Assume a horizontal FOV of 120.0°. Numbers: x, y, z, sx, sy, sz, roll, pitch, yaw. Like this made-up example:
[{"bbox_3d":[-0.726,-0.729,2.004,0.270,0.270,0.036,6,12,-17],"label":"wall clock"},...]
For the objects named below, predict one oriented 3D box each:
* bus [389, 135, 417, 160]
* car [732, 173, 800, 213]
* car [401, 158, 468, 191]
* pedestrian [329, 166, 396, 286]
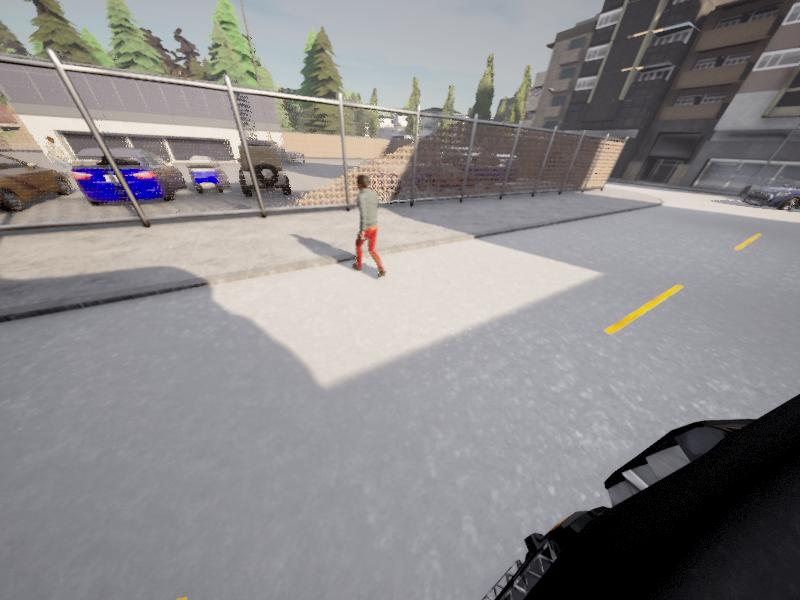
[{"bbox_3d":[0.798,-33.663,50.901,3.944,4.253,10.273,8,35,10],"label":"bus"},{"bbox_3d":[24.065,-6.207,13.608,4.553,1.767,2.097,10,34,10],"label":"car"},{"bbox_3d":[2.150,-7.945,14.585,3.705,1.547,1.789,-16,38,-26],"label":"car"},{"bbox_3d":[-0.628,-1.326,4.185,0.751,1.860,0.751,27,40,32],"label":"pedestrian"}]
